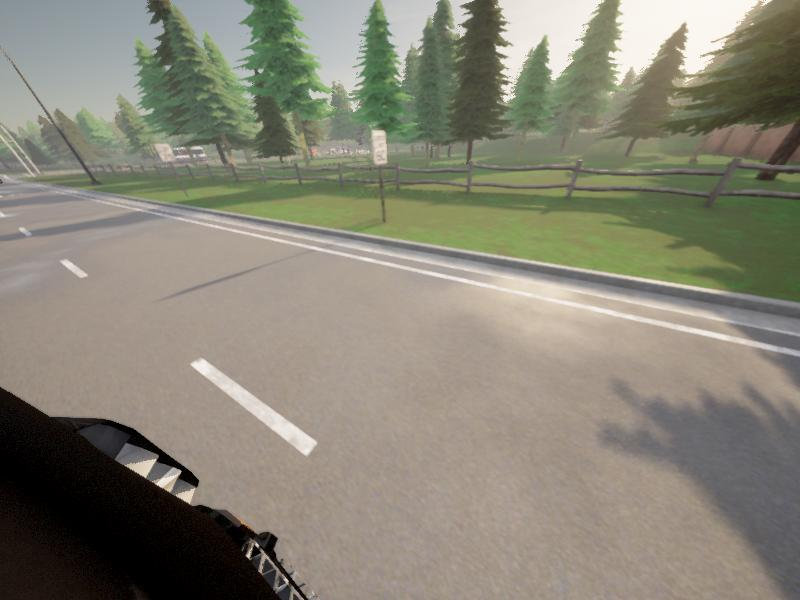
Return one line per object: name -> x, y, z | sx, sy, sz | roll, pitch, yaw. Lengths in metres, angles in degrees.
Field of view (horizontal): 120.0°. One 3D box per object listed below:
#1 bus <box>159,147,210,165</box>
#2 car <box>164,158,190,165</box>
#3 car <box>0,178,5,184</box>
bus -> -68.165, -46.041, 73.547 | 3.944, 4.253, 10.273 | 16, 38, 25
car -> -67.295, -41.851, 69.797 | 2.033, 1.411, 5.357 | 16, 38, 25
car -> -54.919, -16.361, 30.253 | 5.566, 2.045, 2.150 | 16, 38, 26
